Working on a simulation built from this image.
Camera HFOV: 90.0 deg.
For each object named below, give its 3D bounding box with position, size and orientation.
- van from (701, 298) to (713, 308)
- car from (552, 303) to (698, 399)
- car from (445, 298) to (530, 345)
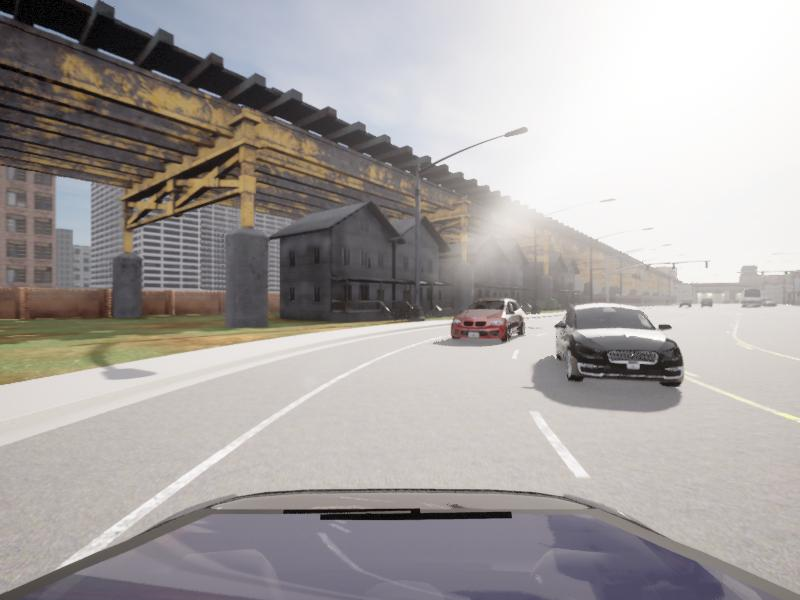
[{"bbox_3d":[61.572,0.640,80.218,1.775,1.987,4.442,0,0,41],"label":"van"},{"bbox_3d":[4.597,0.848,9.000,1.837,1.490,4.892,-1,0,17],"label":"car"},{"bbox_3d":[3.770,0.761,16.579,2.242,1.667,4.611,0,0,28],"label":"car"}]
